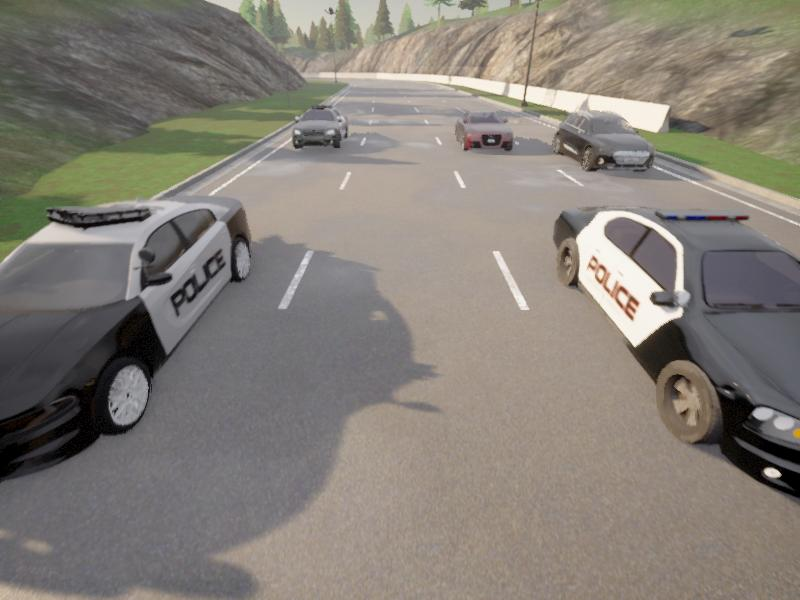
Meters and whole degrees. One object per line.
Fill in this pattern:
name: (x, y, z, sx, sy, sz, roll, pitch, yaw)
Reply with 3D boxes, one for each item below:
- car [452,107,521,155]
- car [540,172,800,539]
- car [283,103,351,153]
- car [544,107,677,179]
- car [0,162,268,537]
car: (3.534, -7.340, 17.180, 1.994, 1.385, 4.181, 0, 30, 0)
car: (3.544, -0.147, 4.728, 2.038, 1.542, 4.974, 0, 30, 0)
car: (-3.473, -7.770, 17.777, 2.038, 1.542, 4.974, 0, 29, -1)
car: (7.050, -5.723, 14.161, 2.033, 1.649, 4.856, 0, 30, 0)
car: (-3.456, -0.266, 4.826, 1.930, 1.638, 5.238, 0, 30, 0)
